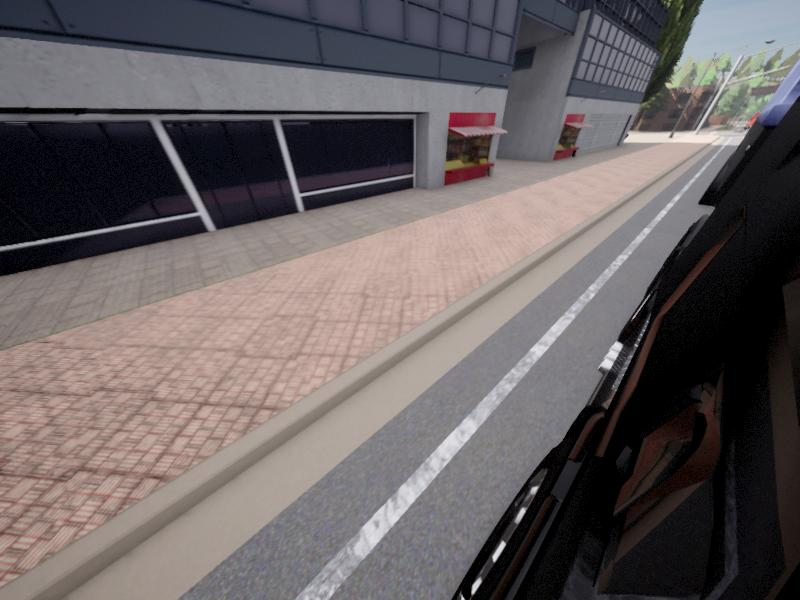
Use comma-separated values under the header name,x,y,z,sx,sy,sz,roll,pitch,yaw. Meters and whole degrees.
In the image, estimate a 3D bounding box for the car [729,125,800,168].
name,x,y,z,sx,sy,sz,roll,pitch,yaw
car,20.488,-8.611,12.790,5.238,1.638,1.930,-28,43,-30

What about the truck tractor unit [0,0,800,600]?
name,x,y,z,sx,sy,sz,roll,pitch,yaw
truck tractor unit,2.645,-0.295,0.351,6.516,4.208,3.053,-28,44,-30

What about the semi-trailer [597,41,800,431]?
name,x,y,z,sx,sy,sz,roll,pitch,yaw
semi-trailer,8.729,-3.568,4.220,14.254,4.402,2.717,-28,44,-30
